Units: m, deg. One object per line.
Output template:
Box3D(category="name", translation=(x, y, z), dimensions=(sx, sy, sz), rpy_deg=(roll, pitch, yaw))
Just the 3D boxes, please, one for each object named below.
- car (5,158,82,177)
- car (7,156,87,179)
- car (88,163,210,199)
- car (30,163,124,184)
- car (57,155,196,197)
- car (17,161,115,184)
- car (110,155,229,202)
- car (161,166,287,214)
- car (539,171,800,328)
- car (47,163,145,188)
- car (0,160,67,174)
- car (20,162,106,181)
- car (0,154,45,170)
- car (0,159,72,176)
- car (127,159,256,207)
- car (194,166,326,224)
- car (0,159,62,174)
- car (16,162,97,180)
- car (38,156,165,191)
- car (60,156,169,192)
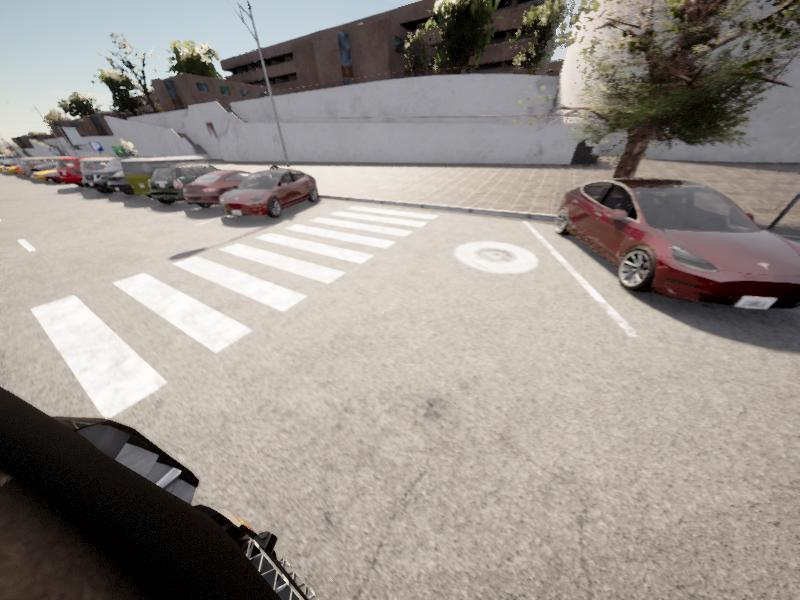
Box3D(category="car", translation=(-44.156, -16.590, 28.849), dimensions=(2.185, 1.767, 4.553), rpy_deg=(5, 34, 9))
Box3D(category="car", translation=(-41.573, -15.819, 27.465), dimensions=(1.878, 1.987, 4.442), rpy_deg=(5, 34, 8))
Box3D(category="car", translation=(-15.711, -7.850, 15.003), dimensions=(2.231, 1.521, 4.892), rpy_deg=(4, 34, 9))
Box3D(category="car", translation=(-31.220, -12.479, 22.633), dimensions=(2.163, 1.488, 4.792), rpy_deg=(5, 34, 9))
Box3D(category="car", translation=(-18.297, -8.822, 16.119), dimensions=(2.435, 2.045, 5.566), rpy_deg=(5, 34, 9))
Box3D(category="car", translation=(-33.829, -13.210, 23.752), dimensions=(1.946, 1.575, 5.366), rpy_deg=(5, 34, 9))
Box3D(category="car", translation=(-13.112, -7.333, 13.705), dimensions=(1.878, 1.987, 4.442), rpy_deg=(4, 34, 9))
Box3D(category="car", translation=(-7.960, -5.498, 11.203), dimensions=(2.002, 1.452, 4.674), rpy_deg=(4, 34, 9))
Box3D(category="car", translation=(5.042, -1.600, 4.763), dimensions=(2.163, 1.488, 4.792), rpy_deg=(5, 34, 9))
Box3D(category="car", translation=(-26.048, -10.920, 20.122), dimensions=(2.002, 1.452, 4.674), rpy_deg=(4, 34, 9))
Box3D(category="car", translation=(-51.900, -18.921, 32.737), dimensions=(2.163, 1.488, 4.792), rpy_deg=(5, 34, 9))
Box3D(category="car", translation=(-36.388, -14.091, 25.213), dimensions=(2.163, 1.488, 4.792), rpy_deg=(5, 34, 9))
Box3D(category="car", translation=(-67.407, -23.982, 40.101), dimensions=(2.435, 2.045, 5.566), rpy_deg=(5, 34, 9))
Box3D(category="car", translation=(-49.347, -18.019, 31.292), dimensions=(1.946, 1.575, 5.366), rpy_deg=(5, 34, 8))
Box3D(category="car", translation=(-10.550, -6.395, 12.364), dimensions=(2.185, 1.767, 4.553), rpy_deg=(4, 34, 9))
Box3D(category="car", translation=(-5.356, -4.714, 9.892), dimensions=(2.163, 1.488, 4.792), rpy_deg=(5, 34, 9))
Box3D(category="car", translation=(-54.516, -19.641, 33.792), dimensions=(1.946, 1.575, 5.366), rpy_deg=(5, 34, 8))
Box3D(category="car", translation=(-38.979, -14.863, 26.450), dimensions=(2.002, 1.452, 4.674), rpy_deg=(5, 34, 9))
Box3D(category="car", translation=(-23.465, -10.403, 18.717), dimensions=(2.435, 2.045, 5.566), rpy_deg=(4, 34, 9))
Box3D(category="car", translation=(-20.896, -9.526, 17.335), dimensions=(1.878, 1.987, 4.442), rpy_deg=(5, 34, 9))
